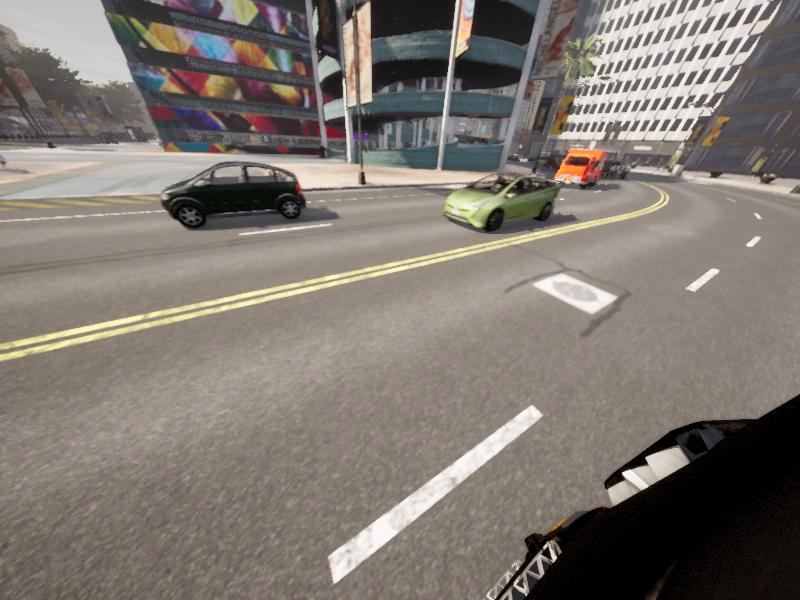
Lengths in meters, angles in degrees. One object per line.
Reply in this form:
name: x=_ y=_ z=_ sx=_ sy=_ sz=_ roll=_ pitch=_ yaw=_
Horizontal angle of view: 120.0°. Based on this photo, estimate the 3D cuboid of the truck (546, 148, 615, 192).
truck: x=14.009 y=-10.193 z=17.906 sx=2.627 sy=2.467 sz=5.204 roll=30 pitch=42 yaw=33

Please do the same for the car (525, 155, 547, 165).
car: x=28.519 y=-29.552 z=48.577 sx=1.789 sy=1.549 sz=3.705 roll=-7 pitch=35 yaw=-16

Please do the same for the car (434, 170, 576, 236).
car: x=3.703 y=-3.621 z=8.197 sx=4.514 sy=1.525 sz=2.007 roll=-17 pitch=39 yaw=-27

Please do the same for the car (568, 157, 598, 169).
car: x=33.627 y=-25.296 z=42.609 sx=1.851 sy=1.617 sz=3.988 roll=-1 pitch=34 yaw=-6

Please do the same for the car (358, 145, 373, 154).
car: x=-8.287 y=-35.959 z=55.170 sx=2.007 sy=1.523 sz=4.514 roll=-17 pitch=39 yaw=-26

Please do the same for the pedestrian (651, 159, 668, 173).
pedestrian: x=41.024 y=-21.212 z=36.571 sx=0.751 sy=1.860 sz=0.751 roll=2 pitch=34 yaw=-2

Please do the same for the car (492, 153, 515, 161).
car: x=26.525 y=-36.675 z=59.102 sx=2.128 sy=1.511 sz=4.902 roll=-17 pitch=39 yaw=-26

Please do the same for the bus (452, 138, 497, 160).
bus: x=18.450 y=-38.264 z=58.317 sx=3.944 sy=4.253 sz=10.273 roll=-17 pitch=39 yaw=-26

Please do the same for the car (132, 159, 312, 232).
car: x=-4.941 y=-3.343 z=7.094 sx=3.705 sy=1.549 sz=1.789 roll=-16 pitch=39 yaw=-26

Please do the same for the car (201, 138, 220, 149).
car: x=-33.908 y=-28.072 z=41.475 sx=2.161 sy=1.482 sz=4.786 roll=-17 pitch=39 yaw=-26

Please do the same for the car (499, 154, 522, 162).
car: x=25.857 y=-33.410 z=54.251 sx=1.994 sy=1.385 sz=4.181 roll=-17 pitch=39 yaw=-26

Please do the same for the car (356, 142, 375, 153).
car: x=-8.240 y=-36.255 z=54.910 sx=2.435 sy=2.045 sz=5.566 roll=-17 pitch=39 yaw=-26

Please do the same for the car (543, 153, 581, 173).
car: x=23.229 y=-19.938 z=33.455 sx=2.150 sy=2.045 sz=5.566 roll=7 pitch=34 yaw=5

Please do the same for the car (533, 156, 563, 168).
car: x=26.776 y=-25.220 z=42.041 sx=2.007 sy=1.525 sz=4.514 roll=-2 pitch=34 yaw=-8

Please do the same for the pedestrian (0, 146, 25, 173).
pedestrian: x=-19.361 y=-6.849 z=11.280 sx=0.500 sy=1.100 sz=0.500 roll=-12 pitch=37 yaw=-22

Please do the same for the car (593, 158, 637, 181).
car: x=24.449 y=-15.095 z=26.508 sx=1.932 sy=1.855 sz=4.605 roll=15 pitch=36 yaw=16
